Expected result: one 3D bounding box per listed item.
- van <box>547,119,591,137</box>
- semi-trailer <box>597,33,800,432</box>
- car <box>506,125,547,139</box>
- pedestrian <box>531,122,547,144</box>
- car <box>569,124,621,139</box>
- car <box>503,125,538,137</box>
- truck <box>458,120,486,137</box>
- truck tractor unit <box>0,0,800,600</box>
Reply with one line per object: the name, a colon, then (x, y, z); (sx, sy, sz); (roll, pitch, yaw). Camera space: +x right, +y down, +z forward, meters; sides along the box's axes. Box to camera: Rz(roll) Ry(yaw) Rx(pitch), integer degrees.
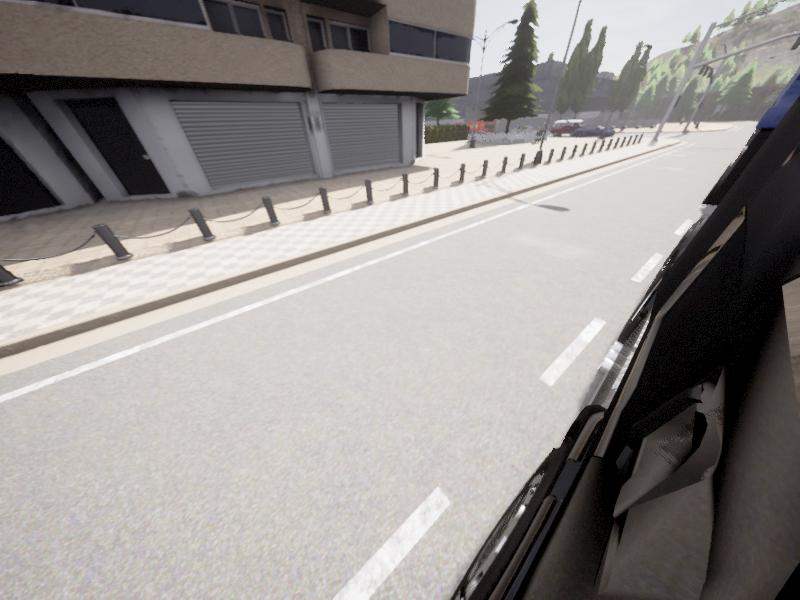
van: (25.496, -25.989, 35.011); (2.069, 2.038, 4.480); (-26, 43, -28)
semi-trailer: (8.752, -3.569, 4.172); (14.254, 4.402, 2.717); (-27, 43, -29)
car: (19.866, -26.614, 36.554); (2.152, 1.651, 5.027); (-26, 43, -28)
pedestrian: (14.463, -17.387, 24.082); (0.751, 1.860, 0.751); (29, 47, 35)
car: (25.577, -22.205, 30.454); (1.812, 1.442, 4.674); (-25, 42, -27)
car: (20.822, -29.308, 40.160); (1.882, 1.535, 5.008); (-26, 43, -28)
truck: (15.473, -37.149, 50.120); (2.627, 2.467, 5.204); (-26, 40, -28)
truck tractor unit: (2.645, -0.295, 0.352); (6.516, 4.208, 3.053); (-28, 44, -30)
